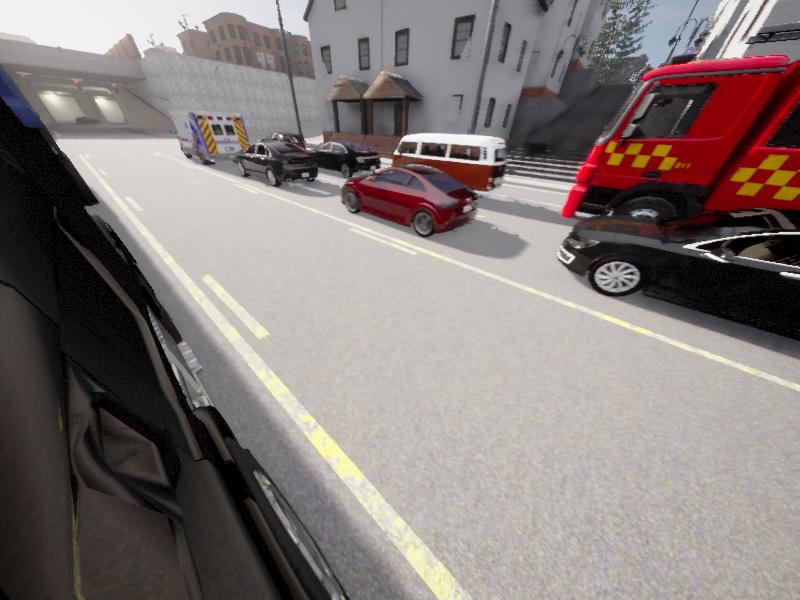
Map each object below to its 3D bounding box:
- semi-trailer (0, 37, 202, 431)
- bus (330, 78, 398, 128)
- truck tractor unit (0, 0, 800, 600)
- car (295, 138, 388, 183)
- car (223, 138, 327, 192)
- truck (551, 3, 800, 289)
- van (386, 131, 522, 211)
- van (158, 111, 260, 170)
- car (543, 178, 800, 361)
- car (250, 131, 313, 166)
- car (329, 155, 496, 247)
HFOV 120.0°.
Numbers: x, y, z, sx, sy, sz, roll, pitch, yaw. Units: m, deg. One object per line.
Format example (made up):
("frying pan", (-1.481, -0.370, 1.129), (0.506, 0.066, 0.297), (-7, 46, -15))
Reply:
("semi-trailer", (-8.739, -3.574, 4.192), (14.254, 4.402, 2.717), (28, 43, 29))
("bus", (-5.371, -31.761, 37.171), (3.944, 4.253, 10.273), (28, 57, 29))
("truck tractor unit", (-2.645, -0.295, 0.351), (6.516, 4.208, 3.053), (28, 44, 30))
("car", (-3.165, -7.647, 12.402), (4.902, 1.511, 2.128), (28, 44, 30))
("car", (-5.652, -6.231, 10.371), (4.892, 1.490, 1.837), (28, 44, 30))
("truck", (8.518, -2.420, 4.203), (8.468, 3.827, 2.891), (28, 44, 30))
("van", (1.785, -5.247, 9.057), (4.480, 2.038, 2.069), (28, 44, 30))
("van", (-11.544, -9.736, 13.915), (6.366, 2.431, 2.351), (28, 44, 30))
("car", (5.235, -0.469, 3.340), (4.892, 1.490, 1.837), (28, 44, 30))
("car", (-7.912, -10.206, 15.451), (3.988, 1.617, 1.851), (28, 44, 30))
("car", (0.148, -3.094, 6.640), (4.181, 1.385, 1.994), (29, 44, 31))
